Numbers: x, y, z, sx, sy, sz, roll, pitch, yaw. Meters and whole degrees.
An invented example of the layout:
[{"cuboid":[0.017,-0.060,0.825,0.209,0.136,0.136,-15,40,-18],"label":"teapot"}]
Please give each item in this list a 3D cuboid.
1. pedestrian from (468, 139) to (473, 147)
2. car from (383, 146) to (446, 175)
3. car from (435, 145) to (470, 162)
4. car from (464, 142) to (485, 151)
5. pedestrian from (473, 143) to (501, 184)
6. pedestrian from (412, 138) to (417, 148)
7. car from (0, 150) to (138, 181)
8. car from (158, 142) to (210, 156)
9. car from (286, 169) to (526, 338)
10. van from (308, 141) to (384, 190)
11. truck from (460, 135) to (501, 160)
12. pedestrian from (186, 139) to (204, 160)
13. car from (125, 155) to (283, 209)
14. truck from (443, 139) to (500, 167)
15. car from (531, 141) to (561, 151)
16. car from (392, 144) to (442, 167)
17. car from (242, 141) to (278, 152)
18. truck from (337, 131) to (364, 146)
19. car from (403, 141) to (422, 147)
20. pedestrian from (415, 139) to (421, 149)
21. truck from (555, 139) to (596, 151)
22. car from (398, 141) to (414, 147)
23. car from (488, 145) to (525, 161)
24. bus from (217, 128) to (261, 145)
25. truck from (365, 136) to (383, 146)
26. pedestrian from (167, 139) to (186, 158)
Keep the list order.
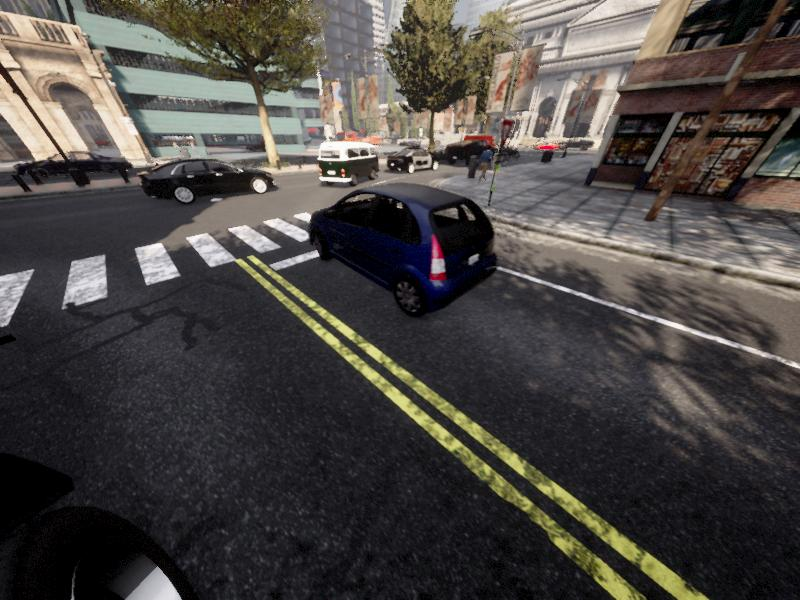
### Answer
[{"cuboid":[20.249,-44.895,66.074,0.751,1.860,0.751,24,42,30],"label":"pedestrian"},{"cuboid":[1.256,-11.201,18.391,1.930,1.638,5.238,29,44,34],"label":"car"},{"cuboid":[6.095,-16.950,26.718,1.970,1.475,3.806,29,44,34],"label":"car"},{"cuboid":[15.309,-31.602,47.495,3.705,1.549,1.789,-22,40,-29],"label":"car"},{"cuboid":[4.655,-7.371,12.480,0.751,1.860,0.751,-27,43,-33],"label":"pedestrian"},{"cuboid":[3.522,-38.688,56.906,0.751,1.860,0.751,24,42,30],"label":"pedestrian"},{"cuboid":[-22.354,-9.447,15.981,2.033,1.411,5.357,29,44,34],"label":"car"},{"cuboid":[-29.992,-21.080,32.201,2.161,1.482,4.786,29,44,34],"label":"car"},{"cuboid":[-0.241,-1.341,4.424,1.851,1.617,3.988,-29,44,-34],"label":"car"},{"cuboid":[-2.793,-7.916,13.360,2.069,2.038,4.480,12,37,16],"label":"van"},{"cuboid":[10.598,-20.056,30.291,2.627,2.467,5.204,29,44,34],"label":"truck"},{"cuboid":[-21.978,-16.160,24.796,0.751,1.860,0.751,-25,42,-31],"label":"pedestrian"},{"cuboid":[-8.265,-5.434,10.281,1.837,1.490,4.892,29,44,34],"label":"car"},{"cuboid":[7.319,-15.022,23.451,2.390,2.098,6.274,29,44,34],"label":"truck"},{"cuboid":[29.893,-31.593,47.463,4.611,1.667,2.242,8,36,11],"label":"car"},{"cuboid":[1.734,-14.404,22.939,1.930,1.638,5.238,29,44,34],"label":"car"},{"cuboid":[-24.970,-27.567,41.366,2.128,1.511,4.902,29,44,34],"label":"car"},{"cuboid":[-16.514,-53.823,76.859,8.468,3.827,2.891,16,38,21],"label":"truck"},{"cuboid":[3.624,-45.982,67.954,5.357,1.411,2.033,29,44,34],"label":"car"},{"cuboid":[3.837,-33.238,49.177,0.751,1.860,0.751,-27,44,-33],"label":"pedestrian"},{"cuboid":[37.302,-33.074,49.233,6.274,2.098,2.390,29,44,34],"label":"truck"},{"cuboid":[1.652,-44.277,65.540,4.181,1.385,1.994,29,44,34],"label":"car"},{"cuboid":[13.285,-18.359,28.730,2.128,1.511,4.902,29,44,34],"label":"car"},{"cuboid":[-51.140,-52.050,73.772,10.273,4.253,3.944,-22,41,-28],"label":"bus"},{"cuboid":[-8.567,-52.899,76.773,5.204,2.467,2.627,24,41,29],"label":"truck"},{"cuboid":[-26.567,-18.090,27.508,0.751,1.860,0.751,23,41,29],"label":"pedestrian"}]
